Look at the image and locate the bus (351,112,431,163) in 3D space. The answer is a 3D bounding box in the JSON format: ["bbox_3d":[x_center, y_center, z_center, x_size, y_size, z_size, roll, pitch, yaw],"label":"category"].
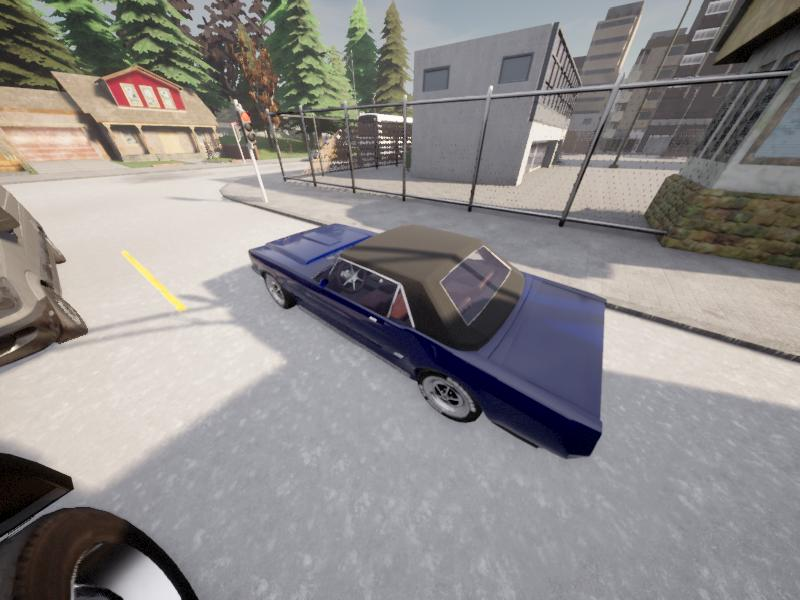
[{"bbox_3d":[-0.621,-19.527,27.951,3.944,4.253,10.273,22,41,28],"label":"bus"}]

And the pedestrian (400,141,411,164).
[{"bbox_3d":[0.523,-14.349,22.459,0.751,1.860,0.751,22,40,28],"label":"pedestrian"}]

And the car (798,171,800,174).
[{"bbox_3d":[31.604,-9.295,15.885,3.633,1.501,1.845,23,41,28],"label":"car"}]

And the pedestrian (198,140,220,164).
[{"bbox_3d":[-17.760,-13.774,21.515,0.751,1.860,0.751,20,40,26],"label":"pedestrian"}]

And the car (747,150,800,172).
[{"bbox_3d":[33.991,-11.566,19.234,5.357,1.415,2.033,23,41,28],"label":"car"}]

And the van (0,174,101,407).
[{"bbox_3d":[-6.595,-0.859,2.898,5.915,2.561,1.988,24,41,30],"label":"van"}]

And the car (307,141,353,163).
[{"bbox_3d":[-7.783,-16.793,26.079,1.932,1.855,4.605,22,40,27],"label":"car"}]

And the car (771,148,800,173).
[{"bbox_3d":[33.729,-11.572,19.117,1.789,1.547,3.705,23,41,28],"label":"car"}]

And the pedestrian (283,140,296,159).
[{"bbox_3d":[-12.986,-17.726,27.161,0.751,1.860,0.751,23,41,29],"label":"pedestrian"}]

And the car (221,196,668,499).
[{"bbox_3d":[-0.133,-0.266,3.168,4.718,1.301,1.895,24,41,29],"label":"car"}]

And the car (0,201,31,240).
[{"bbox_3d":[-12.388,-2.481,6.004,3.705,1.549,1.789,15,38,20],"label":"car"}]

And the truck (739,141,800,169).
[{"bbox_3d":[36.431,-13.612,21.615,4.478,2.038,2.069,23,41,28],"label":"truck"}]
